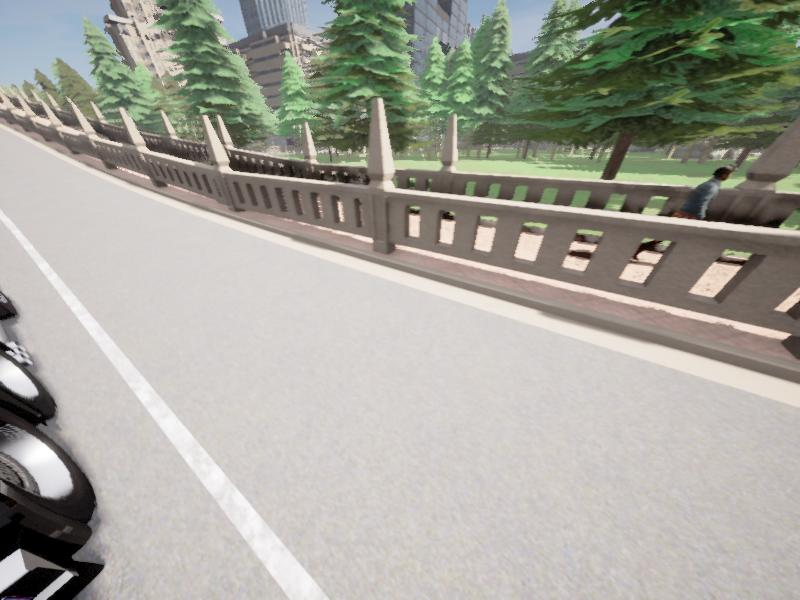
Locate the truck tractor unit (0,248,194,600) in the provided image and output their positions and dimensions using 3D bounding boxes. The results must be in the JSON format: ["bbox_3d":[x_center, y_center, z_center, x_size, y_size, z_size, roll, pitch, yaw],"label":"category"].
[{"bbox_3d":[-5.073,-0.344,0.797,6.516,4.208,3.053,20,40,25],"label":"truck tractor unit"}]

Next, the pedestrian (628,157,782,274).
[{"bbox_3d":[5.341,-1.535,4.275,0.751,1.860,0.751,14,37,20],"label":"pedestrian"}]
